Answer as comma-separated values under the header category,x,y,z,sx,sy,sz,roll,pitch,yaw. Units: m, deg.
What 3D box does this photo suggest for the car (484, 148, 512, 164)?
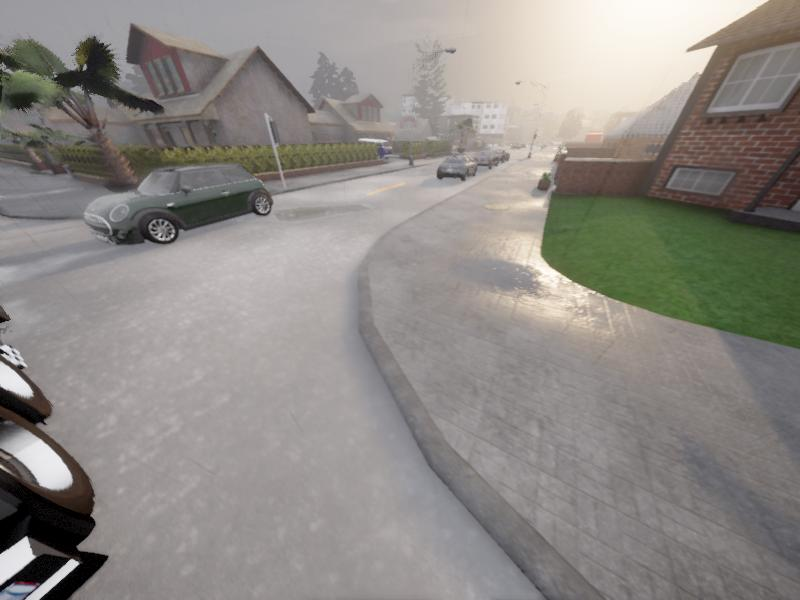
category,x,y,z,sx,sy,sz,roll,pitch,yaw
car,11.429,-16.733,26.801,1.895,1.301,4.718,19,39,25

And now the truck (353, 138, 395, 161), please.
category,x,y,z,sx,sy,sz,roll,pitch,yaw
truck,-3.139,-18.295,28.046,4.478,2.038,2.069,20,40,23

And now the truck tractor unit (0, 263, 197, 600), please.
category,x,y,z,sx,sy,sz,roll,pitch,yaw
truck tractor unit,-5.111,-0.301,0.777,6.516,4.208,3.053,18,39,24

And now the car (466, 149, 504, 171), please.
category,x,y,z,sx,sy,sz,roll,pitch,yaw
car,8.069,-13.249,21.741,2.033,1.411,5.357,18,39,24

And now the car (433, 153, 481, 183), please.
category,x,y,z,sx,sy,sz,roll,pitch,yaw
car,4.072,-9.319,16.155,1.994,1.385,4.181,16,38,22

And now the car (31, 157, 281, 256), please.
category,x,y,z,sx,sy,sz,roll,pitch,yaw
car,-6.499,-3.201,7.090,2.097,1.767,4.553,15,38,21

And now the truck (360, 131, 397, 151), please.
category,x,y,z,sx,sy,sz,roll,pitch,yaw
truck,-5.239,-38.158,55.518,8.468,3.827,2.891,18,39,24
